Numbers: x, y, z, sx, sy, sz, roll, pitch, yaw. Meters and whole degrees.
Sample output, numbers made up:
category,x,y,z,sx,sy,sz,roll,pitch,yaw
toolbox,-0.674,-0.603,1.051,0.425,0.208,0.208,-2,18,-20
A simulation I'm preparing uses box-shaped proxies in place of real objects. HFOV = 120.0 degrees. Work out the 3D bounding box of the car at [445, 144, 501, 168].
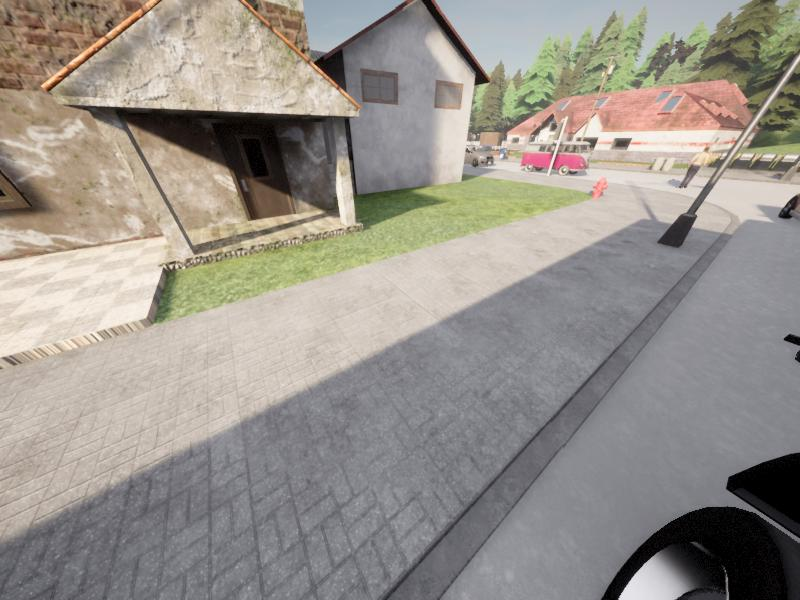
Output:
category,x,y,z,sx,sy,sz,roll,pitch,yaw
car,6.792,-13.837,22.062,2.242,1.667,4.611,-22,40,-27

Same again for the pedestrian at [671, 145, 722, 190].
category,x,y,z,sx,sy,sz,roll,pitch,yaw
pedestrian,14.794,-6.635,11.576,0.751,1.860,0.751,-26,42,-31

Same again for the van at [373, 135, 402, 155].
category,x,y,z,sx,sy,sz,roll,pitch,yaw
van,-2.123,-25.733,38.258,1.988,2.561,5.915,-22,41,-27

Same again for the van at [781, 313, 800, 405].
category,x,y,z,sx,sy,sz,roll,pitch,yaw
van,7.073,-0.468,2.338,5.915,2.561,1.988,-20,40,-26

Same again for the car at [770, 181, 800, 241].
category,x,y,z,sx,sy,sz,roll,pitch,yaw
car,12.320,-2.537,6.084,3.705,1.549,1.789,-30,45,-35

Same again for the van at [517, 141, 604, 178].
category,x,y,z,sx,sy,sz,roll,pitch,yaw
van,11.257,-10.223,16.626,1.775,1.987,4.442,-22,40,-27

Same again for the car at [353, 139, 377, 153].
category,x,y,z,sx,sy,sz,roll,pitch,yaw
car,-6.683,-29.340,43.836,2.150,2.045,5.566,-22,40,-27
